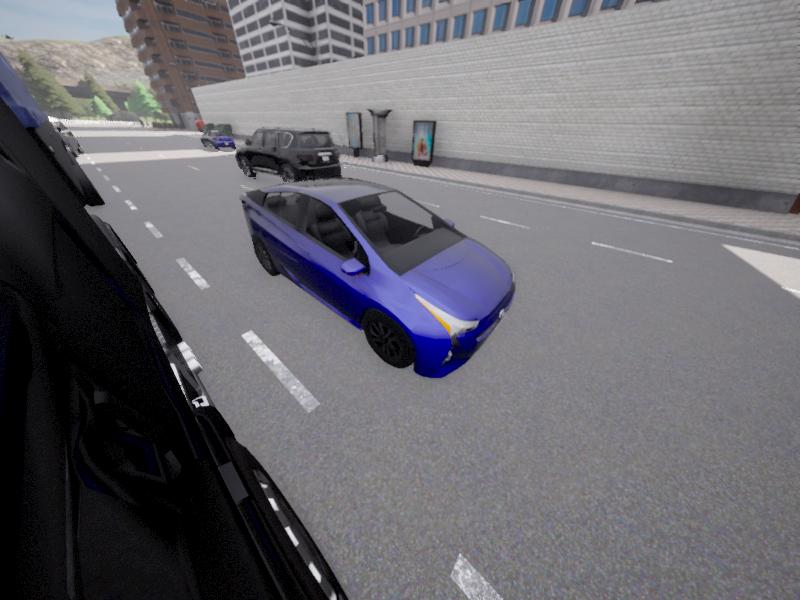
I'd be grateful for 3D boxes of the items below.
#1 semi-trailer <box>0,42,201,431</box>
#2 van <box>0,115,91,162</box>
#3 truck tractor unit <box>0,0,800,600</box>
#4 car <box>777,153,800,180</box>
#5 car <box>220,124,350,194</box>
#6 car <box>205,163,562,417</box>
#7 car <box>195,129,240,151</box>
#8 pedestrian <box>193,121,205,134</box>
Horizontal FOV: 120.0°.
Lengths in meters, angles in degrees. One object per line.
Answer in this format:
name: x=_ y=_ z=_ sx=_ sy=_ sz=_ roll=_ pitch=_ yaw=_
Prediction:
semi-trailer: x=-8.693 y=-3.591 z=4.258 sx=14.254 sy=4.402 sz=2.717 roll=28 pitch=44 yaw=30
van: x=-21.210 y=-9.758 z=13.874 sx=2.069 sy=2.038 sz=4.480 roll=-27 pitch=45 yaw=-32
truck tractor unit: x=-2.645 y=-0.295 z=0.351 sx=6.516 sy=4.208 sz=3.053 roll=28 pitch=44 yaw=30
car: x=34.175 y=-10.875 z=18.887 sx=2.033 sy=1.649 sz=4.856 roll=28 pitch=43 yaw=30
car: x=-5.109 y=-6.477 z=10.339 sx=5.566 sy=2.045 sz=2.150 roll=24 pitch=42 yaw=26
car: x=-0.631 y=-0.871 z=3.470 sx=4.514 sy=1.525 sz=2.007 roll=28 pitch=44 yaw=30
car: x=-17.194 y=-15.081 z=21.736 sx=4.193 sy=1.474 sz=1.816 roll=28 pitch=44 yaw=30
pedestrian: x=-35.137 y=-30.133 z=40.396 sx=0.751 sy=1.860 sz=0.751 roll=-14 pitch=40 yaw=-21
